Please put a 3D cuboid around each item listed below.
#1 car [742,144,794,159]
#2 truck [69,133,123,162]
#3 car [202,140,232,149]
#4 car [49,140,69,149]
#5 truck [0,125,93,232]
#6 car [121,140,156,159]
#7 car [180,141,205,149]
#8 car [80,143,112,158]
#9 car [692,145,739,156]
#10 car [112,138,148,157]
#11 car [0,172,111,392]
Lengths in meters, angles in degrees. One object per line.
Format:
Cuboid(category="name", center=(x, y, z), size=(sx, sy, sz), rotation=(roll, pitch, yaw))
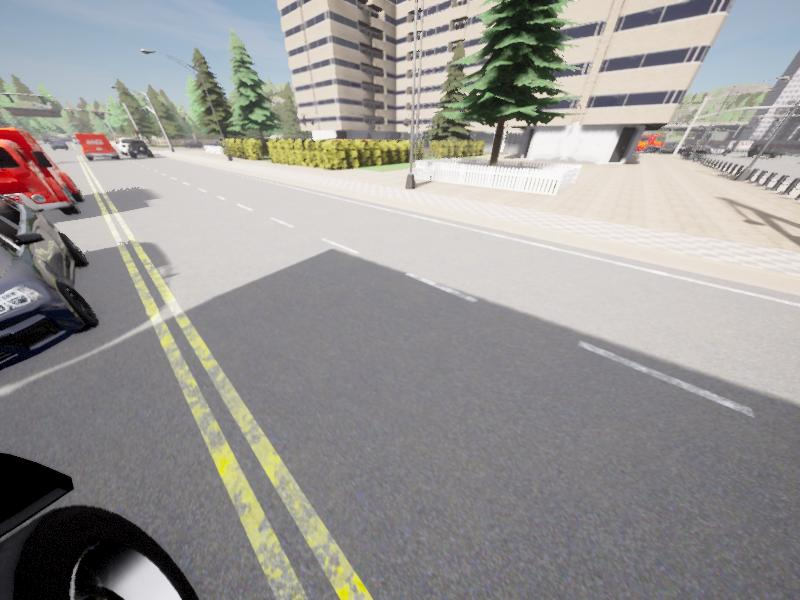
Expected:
Cuboid(category="car", center=(60.335, -24.434, 37.989), size=(3.866, 1.878, 1.905), rotation=(25, 42, 31))
Cuboid(category="truck", center=(-34.399, -17.341, 26.170), size=(5.204, 2.467, 2.627), rotation=(26, 42, 32))
Cuboid(category="car", center=(-42.490, -36.115, 53.752), size=(2.242, 1.667, 4.611), rotation=(26, 42, 32))
Cuboid(category="car", center=(-73.568, -33.698, 49.885), size=(5.008, 1.535, 1.882), rotation=(26, 42, 32))
Cuboid(category="truck", center=(-13.059, -4.143, 7.564), size=(5.204, 2.467, 2.627), rotation=(26, 42, 32))
Cuboid(category="car", center=(-32.835, -18.961, 29.015), size=(3.866, 1.878, 1.905), rotation=(26, 43, 32))
Cuboid(category="car", center=(-47.666, -35.777, 53.173), size=(1.845, 1.501, 3.633), rotation=(26, 42, 32))
Cuboid(category="car", center=(-39.357, -19.405, 29.880), size=(3.633, 1.501, 1.845), rotation=(26, 42, 32))
Cuboid(category="car", center=(60.179, -28.579, 44.175), size=(4.974, 1.542, 2.038), rotation=(5, 35, 6))
Cuboid(category="car", center=(-38.221, -21.688, 32.713), size=(5.566, 2.045, 2.150), rotation=(26, 42, 32))
Cuboid(category="car", center=(-6.246, -0.439, 3.042), size=(4.611, 1.667, 2.242), rotation=(26, 42, 32))
